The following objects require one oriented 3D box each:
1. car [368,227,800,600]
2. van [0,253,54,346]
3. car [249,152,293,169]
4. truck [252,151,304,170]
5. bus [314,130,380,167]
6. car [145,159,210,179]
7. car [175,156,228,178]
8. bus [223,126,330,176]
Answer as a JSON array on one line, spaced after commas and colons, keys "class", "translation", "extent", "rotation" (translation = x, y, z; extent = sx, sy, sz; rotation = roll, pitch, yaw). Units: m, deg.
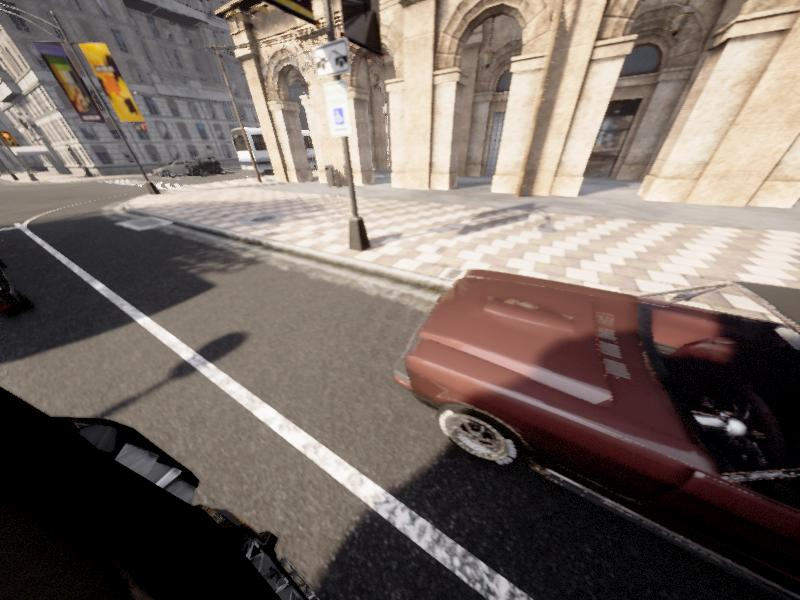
[{"class": "car", "translation": [2.325, 0.704, 1.535], "extent": [4.718, 1.301, 1.895], "rotation": [16, 38, 25]}, {"class": "van", "translation": [-8.486, -0.922, 3.461], "extent": [5.915, 2.561, 1.988], "rotation": [16, 38, 26]}, {"class": "car", "translation": [-20.281, -22.208, 36.622], "extent": [2.150, 2.045, 5.566], "rotation": [16, 38, 26]}, {"class": "truck", "translation": [-17.873, -20.725, 34.208], "extent": [2.390, 2.098, 6.274], "rotation": [16, 38, 26]}, {"class": "bus", "translation": [-7.814, -23.912, 36.511], "extent": [3.944, 4.253, 10.273], "rotation": [17, 38, 26]}, {"class": "car", "translation": [-26.503, -15.862, 27.786], "extent": [2.152, 1.651, 5.027], "rotation": [16, 38, 25]}, {"class": "car", "translation": [-22.966, -15.554, 26.885], "extent": [1.905, 1.878, 3.866], "rotation": [15, 37, 24]}, {"class": "bus", "translation": [-14.001, -17.975, 27.906], "extent": [3.944, 4.253, 10.273], "rotation": [17, 38, 26]}]
